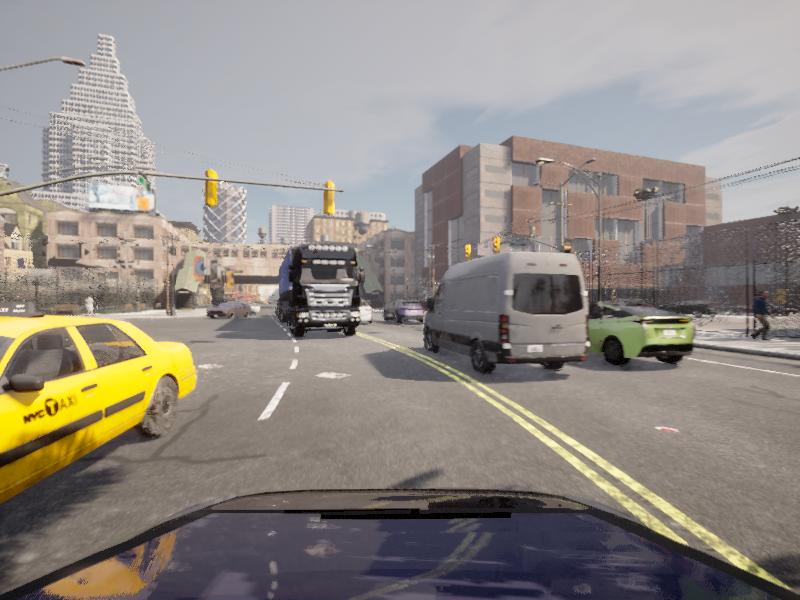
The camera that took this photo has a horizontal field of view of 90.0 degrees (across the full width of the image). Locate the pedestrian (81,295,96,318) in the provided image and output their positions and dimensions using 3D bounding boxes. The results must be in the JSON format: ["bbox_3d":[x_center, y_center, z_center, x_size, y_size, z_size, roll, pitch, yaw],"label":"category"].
[{"bbox_3d":[-25.471,0.506,32.709,0.751,1.860,0.751,0,0,27],"label":"pedestrian"}]

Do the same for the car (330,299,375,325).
[{"bbox_3d":[-3.471,0.768,28.428,2.242,1.667,4.611,0,0,-19],"label":"car"}]

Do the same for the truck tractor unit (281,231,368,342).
[{"bbox_3d":[-3.801,-0.512,18.730,3.053,4.208,6.516,0,0,-19],"label":"truck tractor unit"}]

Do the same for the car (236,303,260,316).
[{"bbox_3d":[-16.213,0.965,42.978,1.895,1.301,4.718,0,0,-14],"label":"car"}]

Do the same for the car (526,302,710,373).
[{"bbox_3d":[5.624,0.831,11.152,2.007,1.525,4.514,0,0,-13],"label":"car"}]

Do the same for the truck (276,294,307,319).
[{"bbox_3d":[-10.341,0.559,37.615,2.390,2.098,6.274,0,0,-19],"label":"truck"}]

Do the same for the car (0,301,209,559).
[{"bbox_3d":[-3.454,0.804,3.247,1.801,1.575,5.366,0,0,-7],"label":"car"}]

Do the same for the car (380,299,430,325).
[{"bbox_3d":[0.221,0.788,28.445,2.033,1.649,4.856,0,0,-18],"label":"car"}]

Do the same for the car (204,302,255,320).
[{"bbox_3d":[-15.036,0.913,35.586,2.033,1.411,5.357,0,0,3],"label":"car"}]

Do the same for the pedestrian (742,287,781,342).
[{"bbox_3d":[12.537,0.486,13.884,0.751,1.860,0.751,0,0,-21],"label":"pedestrian"}]

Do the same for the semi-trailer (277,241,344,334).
[{"bbox_3d":[-6.385,-0.607,26.213,2.717,4.402,14.254,0,0,-19],"label":"semi-trailer"}]

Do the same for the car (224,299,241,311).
[{"bbox_3d":[-24.812,0.727,59.410,2.185,1.767,4.553,0,0,-19],"label":"car"}]

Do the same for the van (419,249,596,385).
[{"bbox_3d":[2.257,0.325,10.604,1.988,2.561,5.915,0,0,-13],"label":"van"}]
